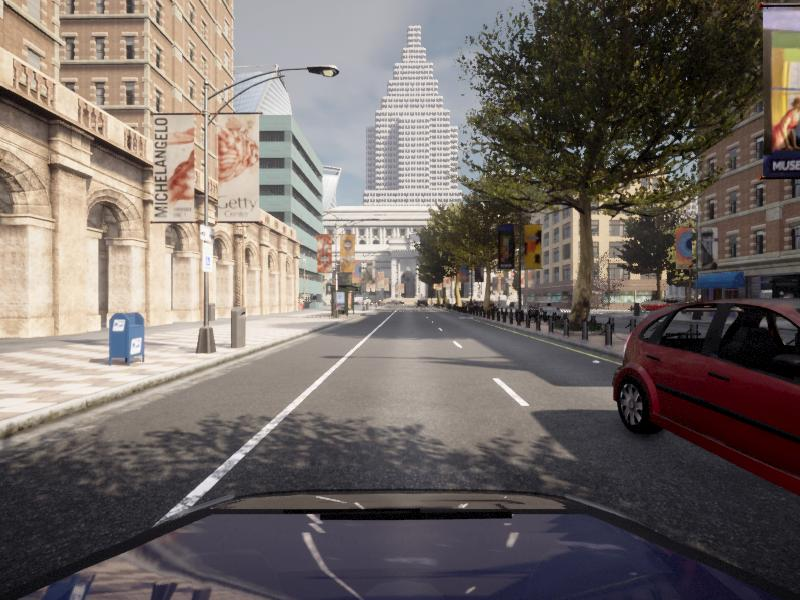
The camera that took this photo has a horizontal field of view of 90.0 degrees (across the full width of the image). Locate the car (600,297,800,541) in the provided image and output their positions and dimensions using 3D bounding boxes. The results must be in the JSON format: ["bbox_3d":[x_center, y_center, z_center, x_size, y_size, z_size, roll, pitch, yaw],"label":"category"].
[{"bbox_3d":[3.587,0.788,3.390,1.851,1.617,3.988,0,0,1],"label":"car"}]

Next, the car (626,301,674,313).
[{"bbox_3d":[31.864,0.851,51.118,4.792,1.488,2.163,0,0,0],"label":"car"}]

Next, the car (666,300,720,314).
[{"bbox_3d":[34.731,0.826,47.556,4.974,1.542,2.038,0,0,-1],"label":"car"}]

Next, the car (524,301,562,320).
[{"bbox_3d":[12.201,0.853,34.297,1.970,1.475,3.806,0,0,1],"label":"car"}]
